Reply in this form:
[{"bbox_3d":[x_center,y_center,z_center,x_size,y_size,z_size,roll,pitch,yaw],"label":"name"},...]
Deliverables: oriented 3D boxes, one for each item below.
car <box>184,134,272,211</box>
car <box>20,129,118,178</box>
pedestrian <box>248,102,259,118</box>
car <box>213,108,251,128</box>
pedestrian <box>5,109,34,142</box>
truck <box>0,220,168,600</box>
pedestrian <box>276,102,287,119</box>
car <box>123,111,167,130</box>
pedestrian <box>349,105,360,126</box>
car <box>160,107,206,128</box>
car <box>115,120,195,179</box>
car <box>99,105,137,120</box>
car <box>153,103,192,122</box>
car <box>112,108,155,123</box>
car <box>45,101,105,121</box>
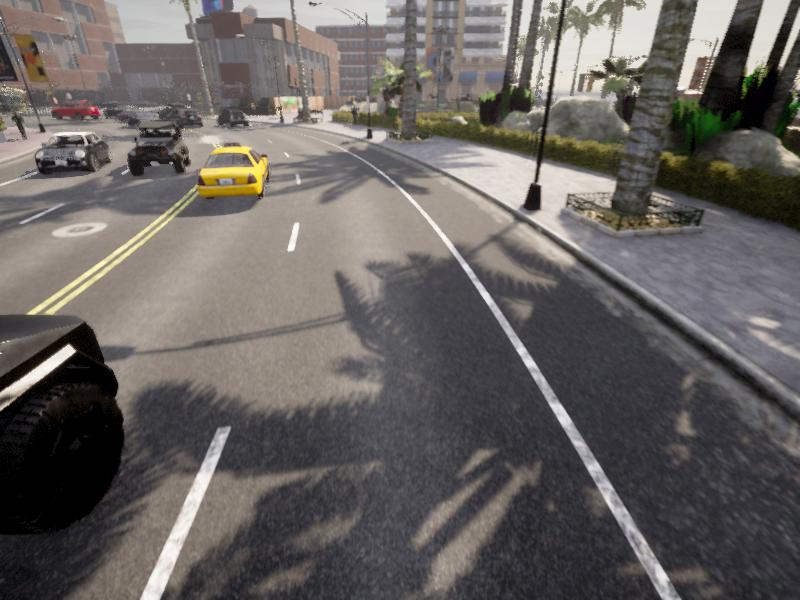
[{"bbox_3d":[-5.546,-4.550,13.634,1.801,1.575,5.366,-6,28,-12],"label":"car"},{"bbox_3d":[-14.011,-6.400,17.252,1.970,1.475,3.806,-9,29,-18],"label":"car"},{"bbox_3d":[-18.618,-24.213,50.928,0.751,1.860,0.751,21,34,34],"label":"pedestrian"},{"bbox_3d":[-16.844,-18.221,39.994,1.851,1.617,3.988,-23,35,-38],"label":"car"},{"bbox_3d":[-24.193,-11.113,25.483,0.751,1.860,0.751,-19,33,-33],"label":"pedestrian"},{"bbox_3d":[-3.576,1.731,0.915,2.390,2.098,6.274,0,27,-1],"label":"truck"},{"bbox_3d":[-14.426,-22.983,48.583,0.751,1.860,0.751,22,35,36],"label":"pedestrian"},{"bbox_3d":[-24.107,-16.978,37.773,4.181,1.385,1.994,22,34,36],"label":"car"},{"bbox_3d":[-4.412,-17.870,38.771,0.751,1.860,0.751,-14,30,-25],"label":"pedestrian"},{"bbox_3d":[-21.533,-18.126,39.693,4.611,1.667,2.242,23,35,37],"label":"car"},{"bbox_3d":[-10.304,-6.585,17.193,1.905,1.878,3.866,-8,29,-16],"label":"car"},{"bbox_3d":[-35.802,-23.854,50.783,3.705,1.549,1.789,9,29,17],"label":"car"},{"bbox_3d":[-26.629,-21.980,46.871,3.866,1.878,1.905,16,31,28],"label":"car"},{"bbox_3d":[-30.065,-20.842,45.205,4.181,1.385,1.994,15,31,25],"label":"car"},{"bbox_3d":[-39.410,-22.992,48.537,5.566,2.045,2.150,6,28,11],"label":"car"}]
